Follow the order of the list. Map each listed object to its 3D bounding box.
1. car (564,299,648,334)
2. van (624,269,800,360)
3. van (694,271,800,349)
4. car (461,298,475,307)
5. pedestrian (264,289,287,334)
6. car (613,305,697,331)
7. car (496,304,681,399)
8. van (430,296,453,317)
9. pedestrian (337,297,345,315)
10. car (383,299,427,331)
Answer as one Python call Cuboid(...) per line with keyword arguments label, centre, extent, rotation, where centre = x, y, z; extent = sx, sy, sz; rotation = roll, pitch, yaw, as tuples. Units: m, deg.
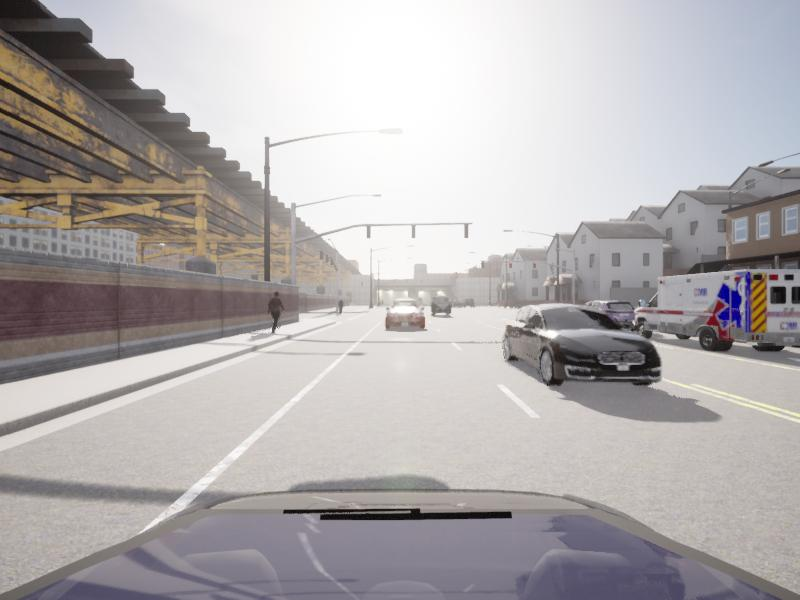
Cuboid(label="car", centre=(10.773, 0.778, 21.404), extent=(2.033, 1.649, 4.856), rotation=(0, 0, 1))
Cuboid(label="van", centre=(10.684, 0.378, 13.842), extent=(2.351, 2.431, 6.366), rotation=(0, 0, 1))
Cuboid(label="van", centre=(14.186, 0.322, 15.030), extent=(1.988, 2.561, 5.915), rotation=(0, 0, 1))
Cuboid(label="car", centre=(15.089, 0.572, 88.748), extent=(2.150, 2.045, 5.566), rotation=(0, 0, 1))
Cuboid(label="pedestrian", centre=(-5.303, 0.485, 17.088), extent=(0.751, 1.860, 0.751), rotation=(0, 0, 1))
Cuboid(label="car", centre=(14.186, 0.944, 22.643), extent=(1.895, 1.301, 4.718), rotation=(0, 0, 2))
Cuboid(label="car", centre=(3.622, 0.845, 8.877), extent=(1.837, 1.490, 4.892), rotation=(0, 0, 1))
Cuboid(label="van", centre=(3.985, 0.598, 38.925), extent=(1.775, 1.987, 4.442), rotation=(0, 0, 1))
Cuboid(label="pedestrian", centre=(-6.395, 0.637, 43.502), extent=(0.751, 1.860, 0.751), rotation=(0, 0, 0))
Cuboid(label="car", centre=(0.292, 0.756, 22.959), extent=(2.242, 1.667, 4.611), rotation=(0, 0, 1))
